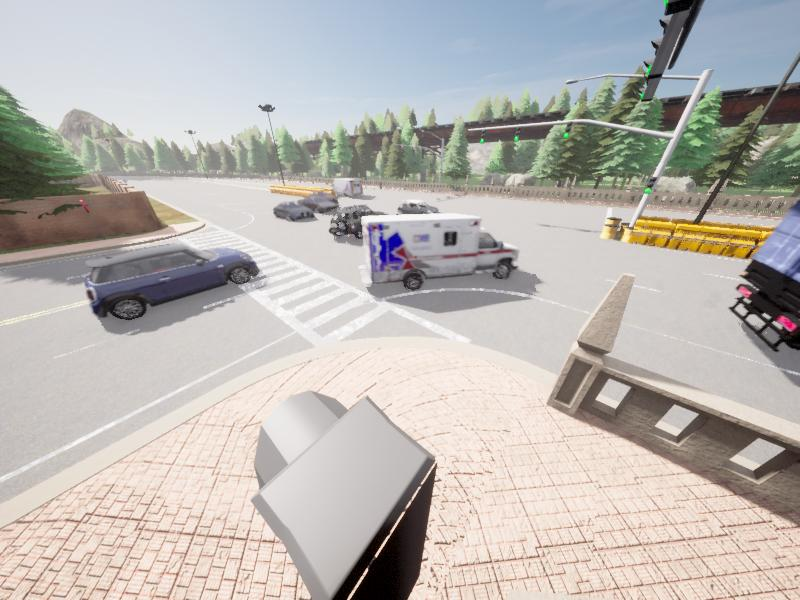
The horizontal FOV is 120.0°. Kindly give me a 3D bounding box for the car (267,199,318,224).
[{"bbox_3d":[-9.391,-7.815,20.173,4.181,1.385,1.994,22,37,33],"label":"car"}]

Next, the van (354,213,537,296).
[{"bbox_3d":[1.580,-2.035,9.197,6.366,2.431,2.351,-6,24,-11],"label":"van"}]

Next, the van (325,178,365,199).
[{"bbox_3d":[-8.450,-17.106,35.206,6.366,2.431,2.351,23,37,34],"label":"van"}]

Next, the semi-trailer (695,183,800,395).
[{"bbox_3d":[14.076,1.227,1.458,14.254,4.402,2.717,19,35,29],"label":"semi-trailer"}]

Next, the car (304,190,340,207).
[{"bbox_3d":[-9.551,-12.458,28.215,4.181,1.385,1.994,23,37,34],"label":"car"}]

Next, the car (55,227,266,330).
[{"bbox_3d":[-7.788,-1.132,8.173,2.097,1.767,4.553,22,36,33],"label":"car"}]

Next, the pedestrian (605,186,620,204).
[{"bbox_3d":[25.413,-12.624,27.657,0.751,1.860,0.751,23,37,34],"label":"pedestrian"}]

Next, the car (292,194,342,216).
[{"bbox_3d":[-8.486,-9.746,23.493,5.357,1.411,2.033,23,37,34],"label":"car"}]

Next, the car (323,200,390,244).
[{"bbox_3d":[-2.637,-5.331,15.359,1.932,1.855,4.605,14,32,22],"label":"car"}]

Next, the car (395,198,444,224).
[{"bbox_3d":[1.610,-7.798,20.035,3.806,1.475,1.970,23,37,34],"label":"car"}]
